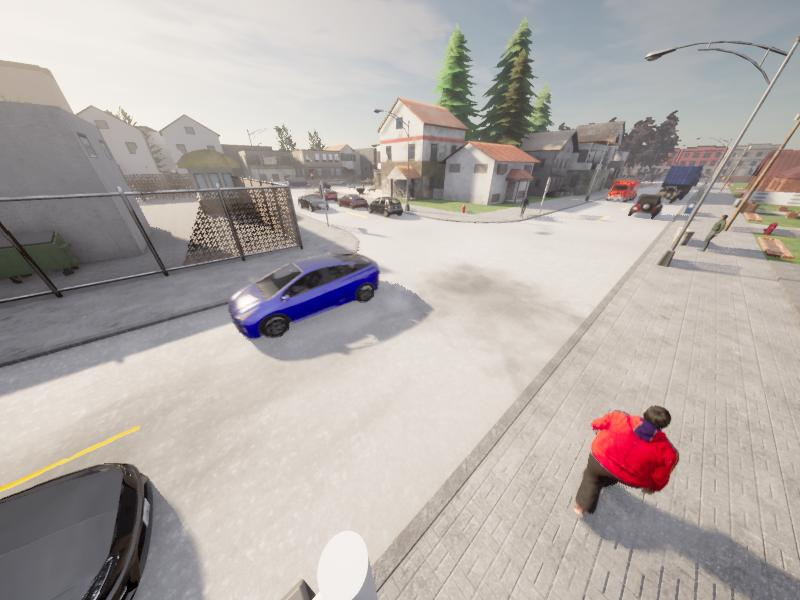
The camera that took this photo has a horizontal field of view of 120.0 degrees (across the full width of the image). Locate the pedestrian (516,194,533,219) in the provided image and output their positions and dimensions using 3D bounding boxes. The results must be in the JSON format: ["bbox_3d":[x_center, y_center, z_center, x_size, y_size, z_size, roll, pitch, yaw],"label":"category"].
[{"bbox_3d":[10.668,-8.063,19.856,0.751,1.860,0.751,11,32,18],"label":"pedestrian"}]

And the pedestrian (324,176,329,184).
[{"bbox_3d":[-18.394,-30.062,57.958,0.751,1.860,0.751,-22,37,-33],"label":"pedestrian"}]

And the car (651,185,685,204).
[{"bbox_3d":[34.896,-13.832,30.091,4.605,1.855,1.932,-23,37,-33],"label":"car"}]

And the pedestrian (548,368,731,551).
[{"bbox_3d":[2.577,1.852,2.681,0.751,1.860,0.751,-22,36,-33],"label":"pedestrian"}]

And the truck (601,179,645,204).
[{"bbox_3d":[29.102,-14.231,30.184,5.204,2.467,2.627,-23,37,-34],"label":"truck"}]

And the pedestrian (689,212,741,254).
[{"bbox_3d":[16.017,-3.428,11.827,0.751,1.860,0.751,20,35,30],"label":"pedestrian"}]

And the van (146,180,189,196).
[{"bbox_3d":[-37.569,-18.200,37.540,4.442,1.987,1.775,-22,37,-33],"label":"van"}]

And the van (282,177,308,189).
[{"bbox_3d":[-22.120,-24.723,48.842,4.442,1.987,1.775,-23,37,-34],"label":"van"}]

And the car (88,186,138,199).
[{"bbox_3d":[-42.363,-16.002,34.247,4.193,1.474,1.816,-23,37,-34],"label":"car"}]

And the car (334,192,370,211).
[{"bbox_3d":[-5.423,-11.160,25.967,1.994,1.385,4.181,-24,38,-35],"label":"car"}]

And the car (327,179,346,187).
[{"bbox_3d":[-14.864,-27.544,54.236,3.806,1.475,1.970,-23,37,-34],"label":"car"}]

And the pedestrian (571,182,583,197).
[{"bbox_3d":[26.059,-16.259,34.051,0.751,1.860,0.751,-20,36,-31],"label":"pedestrian"}]

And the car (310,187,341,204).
[{"bbox_3d":[-9.926,-13.902,30.558,2.007,1.525,4.514,-23,37,-34],"label":"car"}]

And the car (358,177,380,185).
[{"bbox_3d":[-7.875,-30.518,59.282,5.366,1.575,1.801,-23,37,-34],"label":"car"}]

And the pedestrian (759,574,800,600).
[{"bbox_3d":[3.786,2.513,1.536,0.751,1.860,0.751,-23,37,-34],"label":"pedestrian"}]

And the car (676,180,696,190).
[{"bbox_3d":[59.320,-23.883,47.834,5.008,1.535,1.882,-23,37,-34],"label":"car"}]

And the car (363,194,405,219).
[{"bbox_3d":[-1.531,-8.899,21.812,1.851,1.617,3.988,-23,37,-34],"label":"car"}]

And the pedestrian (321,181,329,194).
[{"bbox_3d":[-12.343,-18.634,38.146,0.751,1.860,0.751,21,36,32],"label":"pedestrian"}]

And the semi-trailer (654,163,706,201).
[{"bbox_3d":[42.408,-18.036,34.828,14.254,4.402,2.717,-23,37,-34],"label":"semi-trailer"}]

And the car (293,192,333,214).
[{"bbox_3d":[-9.255,-10.369,24.454,2.128,1.511,4.902,-23,37,-34],"label":"car"}]

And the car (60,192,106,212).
[{"bbox_3d":[-33.330,-10.450,24.440,1.816,1.474,4.193,-23,37,-34],"label":"car"}]

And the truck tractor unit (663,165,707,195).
[{"bbox_3d":[48.468,-20.495,39.281,6.516,4.208,3.053,-23,37,-34],"label":"truck tractor unit"}]

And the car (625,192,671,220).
[{"bbox_3d":[22.951,-8.798,21.356,3.866,1.878,1.905,-23,37,-34],"label":"car"}]

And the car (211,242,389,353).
[{"bbox_3d":[-2.774,-0.461,7.278,4.514,1.525,2.007,-23,37,-34],"label":"car"}]

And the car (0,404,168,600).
[{"bbox_3d":[-4.609,2.940,1.439,4.193,1.474,1.816,-23,37,-34],"label":"car"}]
